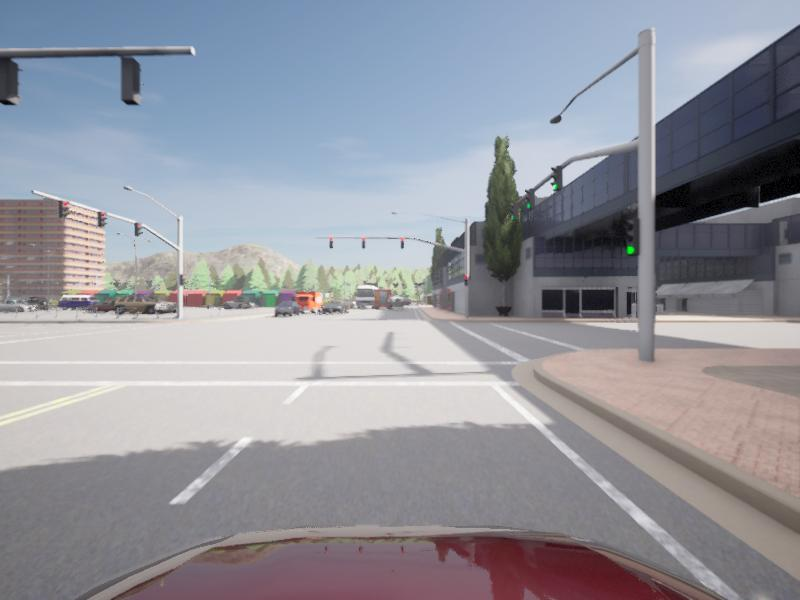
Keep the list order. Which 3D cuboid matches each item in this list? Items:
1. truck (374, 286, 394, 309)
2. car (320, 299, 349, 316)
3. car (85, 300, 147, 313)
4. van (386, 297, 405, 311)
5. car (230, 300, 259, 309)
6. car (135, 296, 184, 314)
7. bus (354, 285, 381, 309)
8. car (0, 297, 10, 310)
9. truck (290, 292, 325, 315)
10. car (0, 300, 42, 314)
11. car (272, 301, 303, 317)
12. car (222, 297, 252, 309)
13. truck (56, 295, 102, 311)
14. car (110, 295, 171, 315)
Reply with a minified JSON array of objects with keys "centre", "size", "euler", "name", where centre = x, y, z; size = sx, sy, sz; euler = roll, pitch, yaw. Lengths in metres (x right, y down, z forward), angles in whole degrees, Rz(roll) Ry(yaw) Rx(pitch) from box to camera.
[{"centre":[-2.713,-0.341,70.669],"size":[2.891,3.827,8.468],"euler":[0,0,2],"name":"truck"},{"centre":[-6.976,0.770,43.212],"size":[2.152,1.651,5.027],"euler":[0,0,1],"name":"car"},{"centre":[-31.273,0.722,44.136],"size":[5.357,1.415,2.033],"euler":[0,0,0],"name":"car"},{"centre":[-0.711,0.557,61.506],"size":[2.069,2.038,4.480],"euler":[0,0,-11],"name":"van"},{"centre":[-24.812,0.724,63.924],"size":[3.806,1.475,1.970],"euler":[0,0,0],"name":"car"},{"centre":[-24.838,0.490,41.405],"size":[3.866,1.878,1.905],"euler":[0,0,0],"name":"car"},{"centre":[-5.977,-0.556,75.189],"size":[3.944,4.253,10.273],"euler":[0,0,2],"name":"bus"},{"centre":[-57.424,0.484,55.533],"size":[4.605,1.855,1.932],"euler":[0,0,0],"name":"car"},{"centre":[-10.425,0.350,45.424],"size":[2.627,2.467,5.204],"euler":[0,0,2],"name":"truck"},{"centre":[-42.299,0.729,44.151],"size":[3.806,1.475,1.970],"euler":[0,0,0],"name":"car"},{"centre":[-10.570,0.818,37.705],"size":[1.845,1.501,3.633],"euler":[0,0,1],"name":"car"},{"centre":[-24.830,0.485,61.029],"size":[3.866,1.878,1.905],"euler":[0,0,0],"name":"car"},{"centre":[-42.312,0.390,52.831],"size":[4.478,2.038,2.069],"euler":[0,0,0],"name":"truck"},{"centre":[-24.900,0.488,38.511],"size":[4.605,1.855,1.932],"euler":[0,0,0],"name":"car"}]
